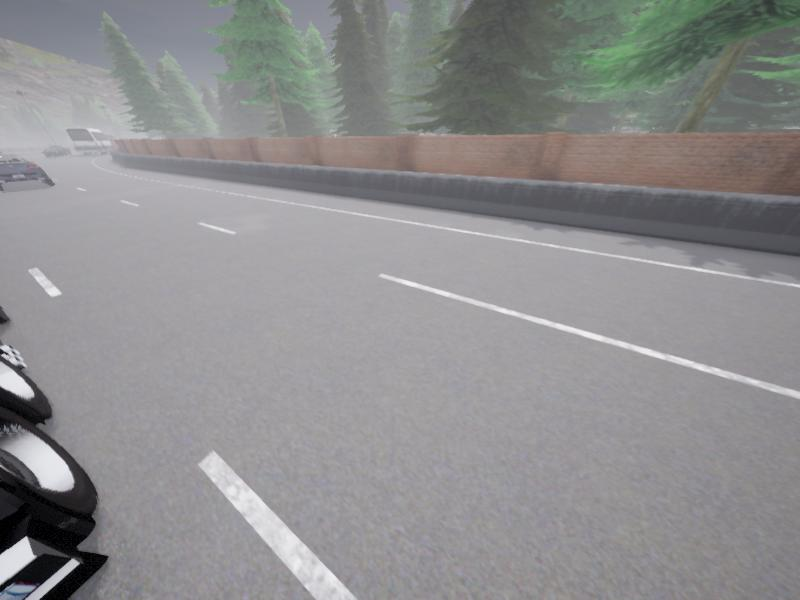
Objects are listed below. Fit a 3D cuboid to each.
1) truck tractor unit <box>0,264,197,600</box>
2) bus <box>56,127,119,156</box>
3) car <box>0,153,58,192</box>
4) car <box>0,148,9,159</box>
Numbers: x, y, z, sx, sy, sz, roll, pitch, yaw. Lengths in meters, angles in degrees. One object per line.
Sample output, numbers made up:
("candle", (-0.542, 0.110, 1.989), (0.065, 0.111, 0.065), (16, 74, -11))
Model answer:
("truck tractor unit", (-5.112, -0.301, 0.778), (6.516, 4.208, 3.053), (18, 39, 24))
("bus", (-60.567, -31.075, 45.367), (3.944, 4.253, 10.273), (-23, 41, -28))
("car", (-23.786, -7.962, 14.197), (5.027, 1.651, 2.152), (21, 40, 27))
("car", (-63.820, -22.794, 35.589), (1.932, 1.855, 4.605), (-25, 42, -31))
